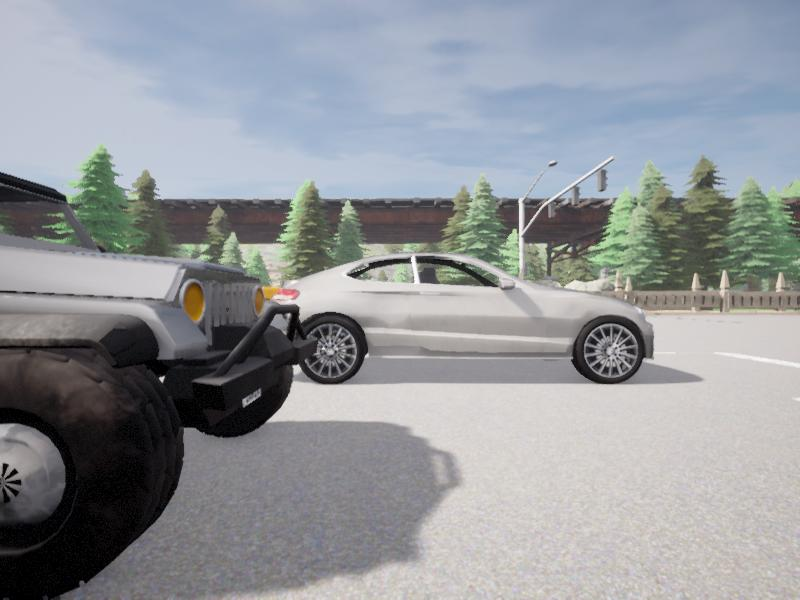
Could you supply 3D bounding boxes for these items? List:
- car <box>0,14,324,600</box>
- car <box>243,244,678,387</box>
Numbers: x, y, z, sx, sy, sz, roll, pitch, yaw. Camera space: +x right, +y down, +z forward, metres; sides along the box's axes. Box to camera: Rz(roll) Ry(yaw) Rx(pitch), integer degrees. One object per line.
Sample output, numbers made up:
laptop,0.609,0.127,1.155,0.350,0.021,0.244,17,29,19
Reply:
car,-2.535,0.049,2.201,3.866,1.878,1.905,0,0,0
car,0.699,0.181,5.701,5.027,1.651,2.152,0,0,0
